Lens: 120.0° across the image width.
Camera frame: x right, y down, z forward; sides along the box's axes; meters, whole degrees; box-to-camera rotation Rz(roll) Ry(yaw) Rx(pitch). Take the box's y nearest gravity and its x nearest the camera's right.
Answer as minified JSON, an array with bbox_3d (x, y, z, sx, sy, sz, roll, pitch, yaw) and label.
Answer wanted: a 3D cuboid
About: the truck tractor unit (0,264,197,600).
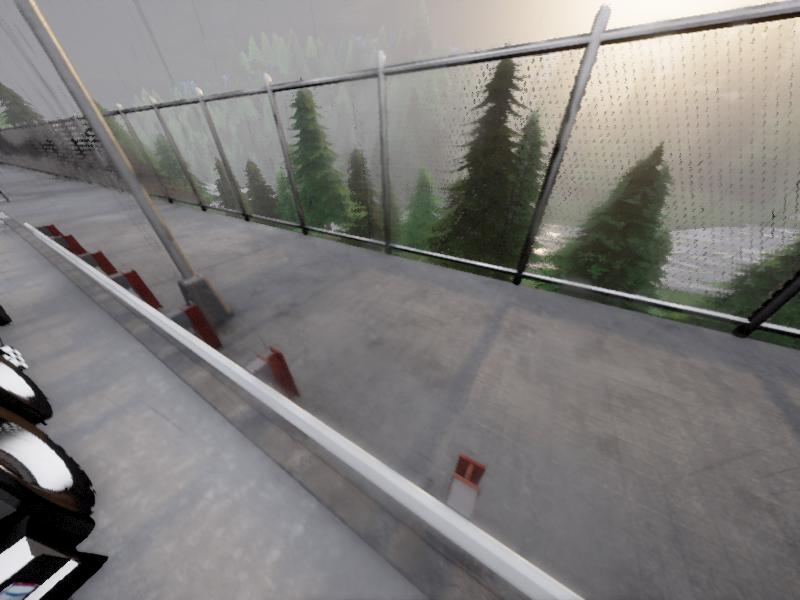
[{"bbox_3d":[-5.117,-0.291,0.787,6.516,4.208,3.053,18,39,24],"label":"truck tractor unit"}]
